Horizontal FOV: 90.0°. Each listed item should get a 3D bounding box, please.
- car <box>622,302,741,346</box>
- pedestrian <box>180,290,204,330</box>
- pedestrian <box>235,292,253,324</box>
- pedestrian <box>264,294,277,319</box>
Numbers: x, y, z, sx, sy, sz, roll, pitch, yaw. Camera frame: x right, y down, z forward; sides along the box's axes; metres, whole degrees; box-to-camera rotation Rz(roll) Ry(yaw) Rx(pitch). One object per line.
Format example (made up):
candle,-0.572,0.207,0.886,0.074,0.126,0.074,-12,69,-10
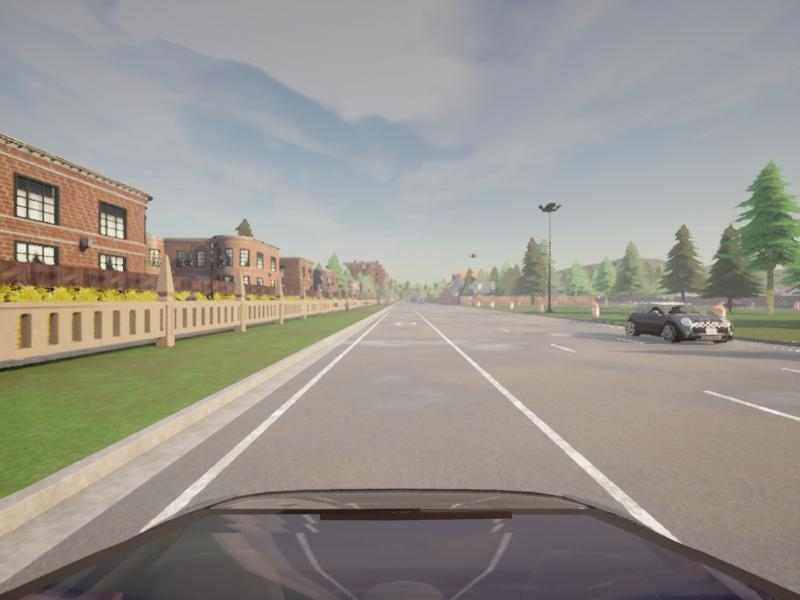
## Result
car,10.620,0.840,15.505,1.970,1.475,3.806,0,0,0
pedestrian,-9.752,0.469,18.769,0.751,1.860,0.751,0,0,-1
pedestrian,-9.027,0.466,23.212,0.751,1.860,0.751,0,0,1
pedestrian,-9.498,0.461,29.329,0.751,1.860,0.751,0,0,0
